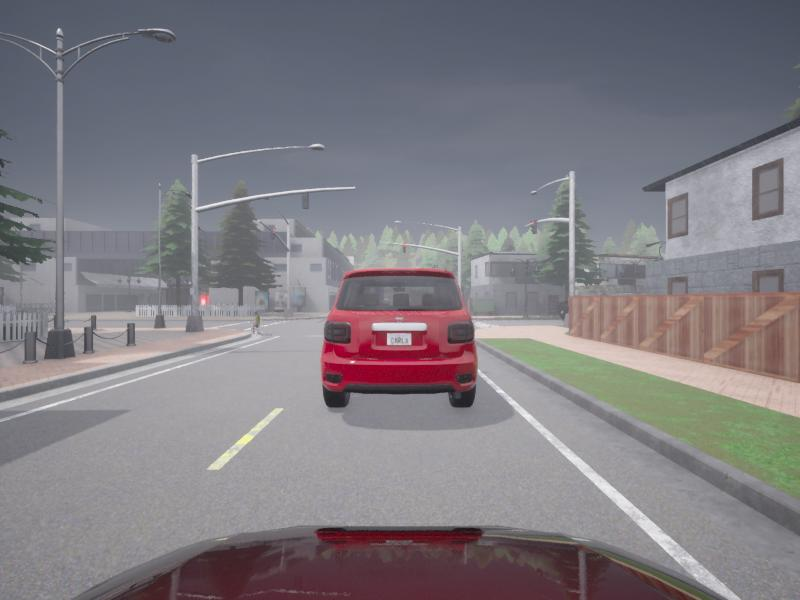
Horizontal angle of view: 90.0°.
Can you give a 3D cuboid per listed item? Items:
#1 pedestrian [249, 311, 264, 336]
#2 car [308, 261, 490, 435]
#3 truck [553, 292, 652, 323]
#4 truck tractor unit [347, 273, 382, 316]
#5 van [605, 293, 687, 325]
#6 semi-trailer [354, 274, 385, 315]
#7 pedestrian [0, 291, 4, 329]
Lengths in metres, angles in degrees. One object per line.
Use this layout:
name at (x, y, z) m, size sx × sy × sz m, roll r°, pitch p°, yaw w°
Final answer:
pedestrian at (-6.265, 1.017, 17.500) m, size 0.500 × 1.100 × 0.500 m, roll 0°, pitch 0°, yaw -4°
car at (-0.013, 0.568, 7.496) m, size 2.150 × 2.045 × 5.566 m, roll 0°, pitch 0°, yaw 0°
truck at (14.789, 0.523, 29.358) m, size 6.274 × 2.098 × 2.390 m, roll 0°, pitch 0°, yaw -9°
truck tractor unit at (-3.555, -0.522, 41.988) m, size 3.053 × 4.208 × 6.516 m, roll 0°, pitch 0°, yaw 0°
van at (15.893, 0.579, 25.947) m, size 4.442 × 1.987 × 1.775 m, roll 0°, pitch 0°, yaw -8°
semi-trailer at (-3.553, -0.617, 49.901) m, size 2.717 × 4.402 × 14.254 m, roll 0°, pitch 0°, yaw 0°
pedestrian at (-20.085, 0.500, 19.510) m, size 0.751 × 1.860 × 0.751 m, roll 0°, pitch 0°, yaw -1°
